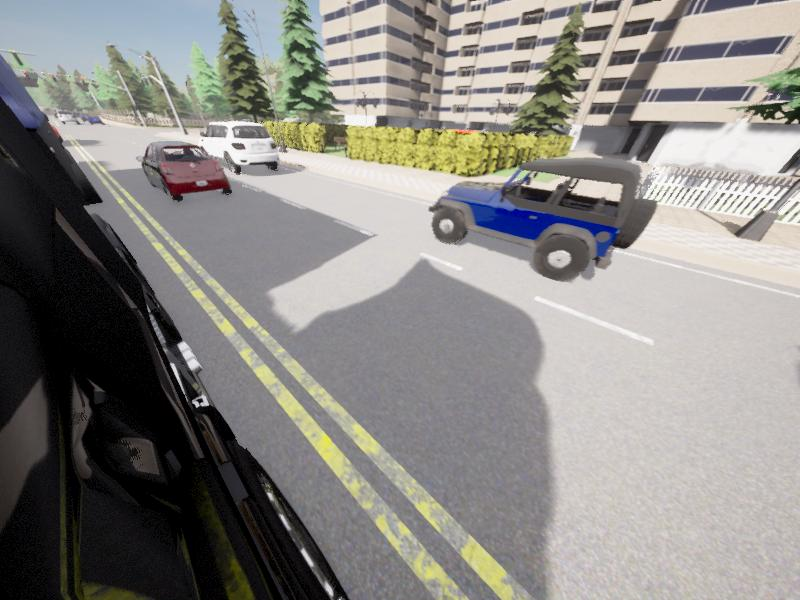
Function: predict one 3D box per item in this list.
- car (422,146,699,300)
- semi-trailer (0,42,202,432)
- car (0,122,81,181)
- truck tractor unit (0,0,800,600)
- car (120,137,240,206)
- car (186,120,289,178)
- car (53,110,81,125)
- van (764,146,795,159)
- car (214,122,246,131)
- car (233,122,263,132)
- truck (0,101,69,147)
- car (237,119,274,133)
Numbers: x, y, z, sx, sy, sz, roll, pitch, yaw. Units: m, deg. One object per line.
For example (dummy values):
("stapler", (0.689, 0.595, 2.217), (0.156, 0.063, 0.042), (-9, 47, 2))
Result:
("car", (2.682, -1.964, 4.885), (3.866, 1.878, 1.905), (28, 44, 30))
("semi-trailer", (-8.695, -3.618, 4.215), (14.254, 4.402, 2.717), (28, 44, 30))
("car", (-15.844, -6.333, 9.643), (4.611, 1.667, 2.242), (28, 44, 30))
("truck tractor unit", (-2.645, -0.295, 0.351), (6.516, 4.208, 3.053), (28, 44, 30))
("car", (-7.590, -4.591, 7.993), (3.633, 1.501, 1.845), (28, 44, 30))
("car", (-8.585, -8.085, 12.143), (5.566, 2.045, 2.150), (28, 44, 30))
("car", (-64.031, -35.136, 44.434), (5.566, 2.045, 2.150), (28, 44, 30))
("van", (85.520, -33.316, 52.129), (2.069, 2.038, 4.480), (28, 44, 30))
("car", (-35.756, -36.513, 48.646), (2.163, 1.488, 4.792), (28, 44, 29))
("car", (-31.703, -36.056, 48.274), (2.007, 1.525, 4.514), (28, 43, 29))
("truck", (-27.687, -13.028, 17.099), (5.204, 2.467, 2.627), (28, 44, 30))
("car", (-28.938, -34.820, 46.384), (2.150, 2.045, 5.566), (28, 44, 30))
